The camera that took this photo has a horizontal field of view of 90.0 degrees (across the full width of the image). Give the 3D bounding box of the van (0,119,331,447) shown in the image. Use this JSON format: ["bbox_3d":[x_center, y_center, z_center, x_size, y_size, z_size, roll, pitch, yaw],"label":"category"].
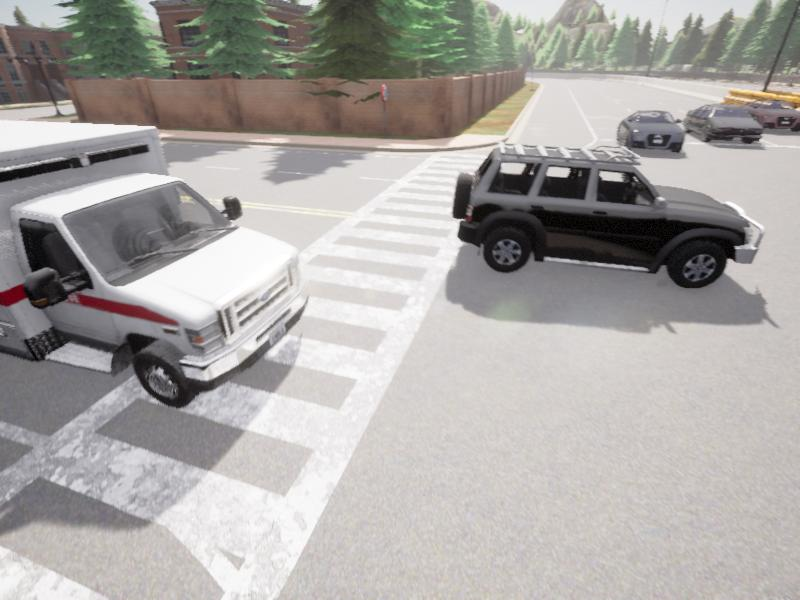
[{"bbox_3d":[-4.374,-0.745,5.002,6.366,2.431,2.351,10,32,17],"label":"van"}]

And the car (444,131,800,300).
[{"bbox_3d":[3.222,-1.571,6.783,4.605,1.855,1.932,7,31,8],"label":"car"}]

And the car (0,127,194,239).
[{"bbox_3d":[-7.683,-2.883,9.363,4.553,1.767,2.097,9,32,16],"label":"car"}]

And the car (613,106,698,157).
[{"bbox_3d":[10.420,-7.130,16.705,1.994,1.385,4.181,9,32,16],"label":"car"}]

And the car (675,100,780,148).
[{"bbox_3d":[14.850,-8.292,18.585,2.033,1.411,5.357,9,32,16],"label":"car"}]

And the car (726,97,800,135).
[{"bbox_3d":[19.425,-9.798,21.098,1.994,1.385,4.181,8,32,15],"label":"car"}]

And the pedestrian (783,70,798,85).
[{"bbox_3d":[56.045,-31.885,57.405,0.751,1.860,0.751,8,31,15],"label":"pedestrian"}]
